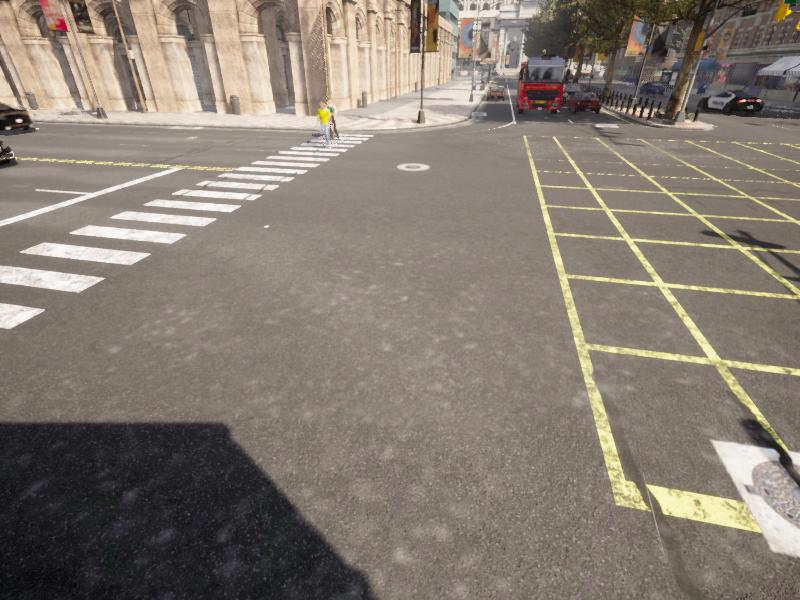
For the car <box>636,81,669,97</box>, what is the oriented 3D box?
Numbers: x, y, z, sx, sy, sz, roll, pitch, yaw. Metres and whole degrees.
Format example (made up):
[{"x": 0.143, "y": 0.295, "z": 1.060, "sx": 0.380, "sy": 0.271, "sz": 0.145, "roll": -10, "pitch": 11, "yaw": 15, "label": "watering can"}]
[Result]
[{"x": 30.498, "y": -25.611, "z": 48.472, "sx": 1.812, "sy": 1.442, "sz": 4.674, "roll": 6, "pitch": 31, "yaw": 11, "label": "car"}]

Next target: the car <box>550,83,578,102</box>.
[{"x": 16.913, "y": -21.521, "z": 41.426, "sx": 1.970, "sy": 1.475, "sz": 3.806, "roll": 7, "pitch": 31, "yaw": 11, "label": "car"}]

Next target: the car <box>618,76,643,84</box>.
[{"x": 48.313, "y": -46.186, "z": 83.798, "sx": 4.181, "sy": 1.385, "sz": 1.994, "roll": 11, "pitch": 32, "yaw": 18, "label": "car"}]

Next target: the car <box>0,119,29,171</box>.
[{"x": -15.828, "y": -5.279, "z": 13.570, "sx": 4.892, "sy": 1.490, "sz": 1.837, "roll": 6, "pitch": 31, "yaw": 11, "label": "car"}]

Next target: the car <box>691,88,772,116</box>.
[{"x": 24.782, "y": -15.007, "z": 30.220, "sx": 2.038, "sy": 1.542, "sz": 4.974, "roll": 1, "pitch": 30, "yaw": 1, "label": "car"}]

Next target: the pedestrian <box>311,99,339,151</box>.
[{"x": -3.051, "y": -7.180, "z": 16.423, "sx": 0.751, "sy": 1.860, "sz": 0.751, "roll": 5, "pitch": 31, "yaw": 8, "label": "pedestrian"}]

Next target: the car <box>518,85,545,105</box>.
[{"x": 12.493, "y": -19.655, "z": 38.227, "sx": 1.970, "sy": 1.475, "sz": 3.806, "roll": 6, "pitch": 31, "yaw": 11, "label": "car"}]

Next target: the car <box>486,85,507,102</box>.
[{"x": 9.978, "y": -21.411, "z": 41.402, "sx": 1.895, "sy": 1.301, "sz": 4.718, "roll": 6, "pitch": 31, "yaw": 11, "label": "car"}]

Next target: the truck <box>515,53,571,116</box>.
[{"x": 10.813, "y": -16.895, "z": 31.170, "sx": 2.891, "sy": 3.827, "sz": 8.468, "roll": 6, "pitch": 31, "yaw": 11, "label": "truck"}]

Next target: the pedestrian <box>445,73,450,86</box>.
[{"x": 8.142, "y": -37.813, "z": 68.594, "sx": 0.751, "sy": 1.860, "sz": 0.751, "roll": 6, "pitch": 31, "yaw": 10, "label": "pedestrian"}]

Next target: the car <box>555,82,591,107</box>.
[{"x": 15.615, "y": -18.742, "z": 36.350, "sx": 2.097, "sy": 1.767, "sz": 4.553, "roll": 6, "pitch": 31, "yaw": 11, "label": "car"}]

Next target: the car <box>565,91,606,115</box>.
[{"x": 14.102, "y": -15.123, "z": 30.645, "sx": 1.895, "sy": 1.301, "sz": 4.718, "roll": 6, "pitch": 31, "yaw": 11, "label": "car"}]

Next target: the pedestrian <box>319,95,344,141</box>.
[{"x": -3.167, "y": -8.417, "z": 18.541, "sx": 0.751, "sy": 1.860, "sz": 0.751, "roll": 8, "pitch": 31, "yaw": 14, "label": "pedestrian"}]

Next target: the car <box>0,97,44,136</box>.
[{"x": -22.047, "y": -9.649, "z": 20.904, "sx": 5.238, "sy": 1.638, "sz": 1.930, "roll": 6, "pitch": 31, "yaw": 11, "label": "car"}]
